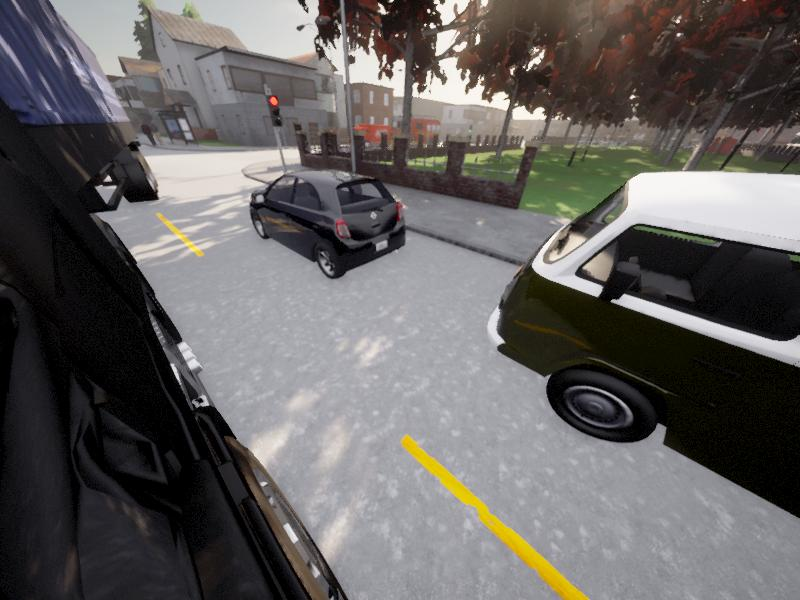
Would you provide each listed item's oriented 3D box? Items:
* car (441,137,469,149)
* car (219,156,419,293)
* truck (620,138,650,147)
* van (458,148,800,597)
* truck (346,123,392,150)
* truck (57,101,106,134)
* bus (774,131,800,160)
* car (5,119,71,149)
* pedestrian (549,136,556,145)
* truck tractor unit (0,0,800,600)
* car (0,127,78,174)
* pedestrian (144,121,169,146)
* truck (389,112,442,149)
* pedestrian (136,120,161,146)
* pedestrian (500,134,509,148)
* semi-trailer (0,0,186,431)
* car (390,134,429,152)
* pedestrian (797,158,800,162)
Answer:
[{"bbox_3d":[8.638,-24.585,36.066,2.033,1.411,5.357,25,42,28],"label":"car"},{"bbox_3d":[-1.679,-1.850,4.728,3.633,1.501,1.845,28,44,31],"label":"car"},{"bbox_3d":[75.616,-50.804,74.466,6.274,2.098,2.390,28,44,30],"label":"truck"},{"bbox_3d":[3.044,0.472,1.424,4.480,2.038,2.069,28,44,31],"label":"van"},{"bbox_3d":[-3.684,-20.166,28.536,2.627,2.467,5.204,28,44,31],"label":"truck"},{"bbox_3d":[-51.725,-29.574,37.484,8.468,3.827,2.891,28,44,31],"label":"truck"},{"bbox_3d":[73.457,-27.422,41.006,3.944,4.253,10.273,28,44,30],"label":"bus"},{"bbox_3d":[-28.876,-13.384,18.590,4.553,1.767,2.097,28,44,30],"label":"car"},{"bbox_3d":[37.251,-39.075,56.553,0.751,1.860,0.751,26,43,29],"label":"pedestrian"},{"bbox_3d":[-2.645,-0.295,0.351,6.516,4.208,3.053,28,44,30],"label":"truck tractor unit"},{"bbox_3d":[-18.207,-7.581,11.522,5.366,1.575,1.801,28,44,31],"label":"car"},{"bbox_3d":[-22.081,-15.108,20.984,0.751,1.860,0.751,-14,39,-20],"label":"pedestrian"},{"bbox_3d":[2.356,-24.518,33.593,2.891,3.827,8.468,29,44,31],"label":"truck"},{"bbox_3d":[-22.718,-15.087,20.928,0.751,1.860,0.751,-21,42,-28],"label":"pedestrian"},{"bbox_3d":[16.919,-25.738,37.462,0.751,1.860,0.751,21,40,23],"label":"pedestrian"},{"bbox_3d":[-7.975,-3.997,4.853,2.717,4.402,14.254,-25,45,-32],"label":"semi-trailer"},{"bbox_3d":[1.195,-19.449,28.579,1.801,1.575,5.366,28,44,31],"label":"car"},{"bbox_3d":[58.774,-20.952,33.274,0.751,1.860,0.751,-24,44,-31],"label":"pedestrian"}]
